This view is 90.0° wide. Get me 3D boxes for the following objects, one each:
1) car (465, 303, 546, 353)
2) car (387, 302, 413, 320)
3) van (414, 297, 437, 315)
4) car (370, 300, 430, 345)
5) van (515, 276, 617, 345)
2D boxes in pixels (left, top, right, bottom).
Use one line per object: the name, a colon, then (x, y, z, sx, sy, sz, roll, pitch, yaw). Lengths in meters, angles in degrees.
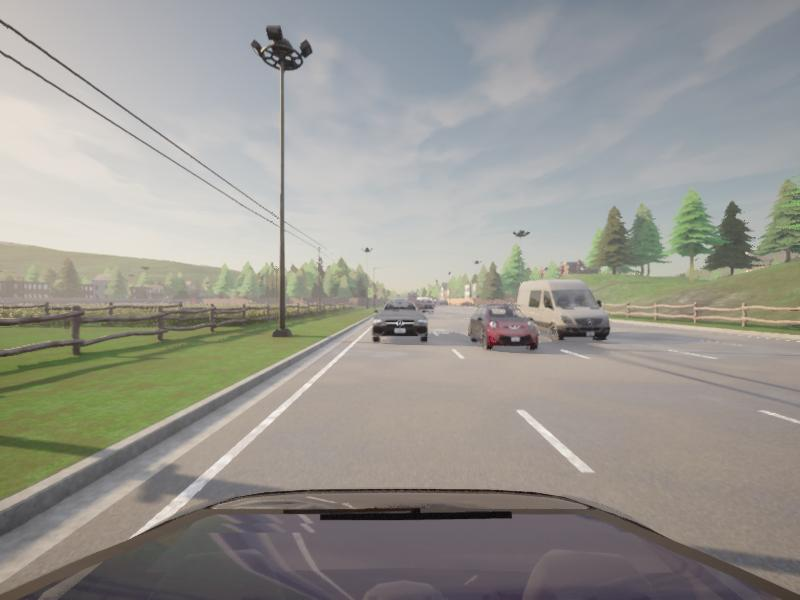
car: (3.498, 0.868, 13.919, 1.845, 1.501, 3.633, 0, 0, 0)
car: (-0.002, 0.957, 36.681, 2.163, 1.488, 4.792, 0, 0, 0)
van: (3.062, 0.712, 48.566, 2.069, 2.038, 4.480, 1, -1, -6)
car: (0.000, 0.832, 16.972, 2.152, 1.651, 5.027, 0, 0, 0)
van: (7.027, 0.372, 17.850, 1.988, 2.561, 5.915, 0, 0, -1)
